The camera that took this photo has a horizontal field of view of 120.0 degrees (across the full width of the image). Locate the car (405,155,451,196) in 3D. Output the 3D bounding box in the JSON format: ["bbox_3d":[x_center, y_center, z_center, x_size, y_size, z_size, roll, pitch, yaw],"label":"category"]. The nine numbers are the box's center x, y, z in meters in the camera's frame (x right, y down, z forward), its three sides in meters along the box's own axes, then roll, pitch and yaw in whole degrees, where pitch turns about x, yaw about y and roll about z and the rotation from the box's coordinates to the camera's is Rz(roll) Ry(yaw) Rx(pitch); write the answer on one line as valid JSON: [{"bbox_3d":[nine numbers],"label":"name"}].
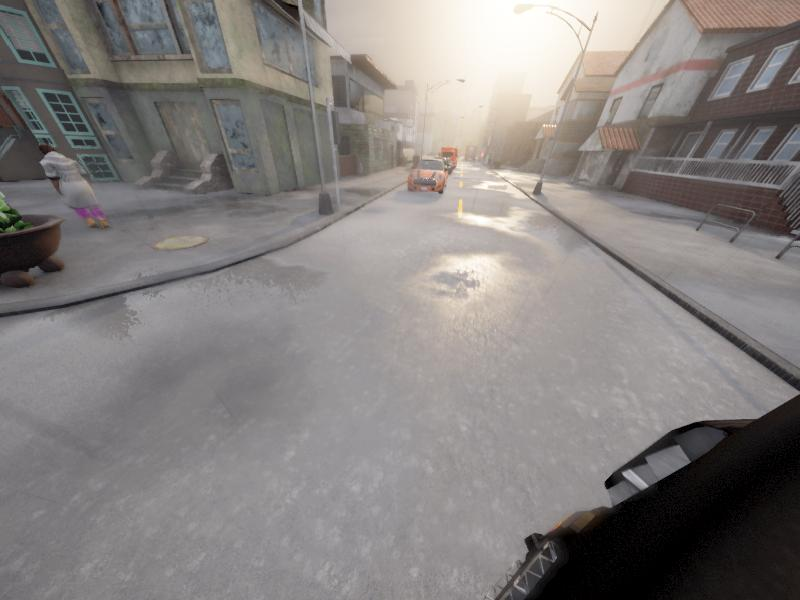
[{"bbox_3d":[1.873,-7.905,14.429,2.097,1.767,4.553,9,34,9],"label":"car"}]

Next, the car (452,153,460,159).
[{"bbox_3d":[16.644,-42.946,68.859,2.033,1.411,5.357,9,34,9],"label":"car"}]

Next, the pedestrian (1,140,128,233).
[{"bbox_3d":[-7.820,-2.676,5.530,0.751,1.860,0.751,9,34,9],"label":"pedestrian"}]

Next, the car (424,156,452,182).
[{"bbox_3d":[3.330,-11.315,19.864,1.851,1.617,3.988,9,34,9],"label":"car"}]

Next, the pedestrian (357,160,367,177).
[{"bbox_3d":[-2.946,-10.117,17.808,0.500,1.100,0.500,25,39,30],"label":"pedestrian"}]

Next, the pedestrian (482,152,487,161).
[{"bbox_3d":[22.961,-39.039,62.785,0.751,1.860,0.751,6,34,4],"label":"pedestrian"}]

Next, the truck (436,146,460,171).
[{"bbox_3d":[6.566,-19.347,31.431,2.627,2.467,5.204,9,35,9],"label":"truck"}]

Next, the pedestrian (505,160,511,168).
[{"bbox_3d":[17.439,-22.005,37.310,0.500,1.100,0.500,8,34,7],"label":"pedestrian"}]

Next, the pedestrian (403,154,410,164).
[{"bbox_3d":[0.959,-21.126,34.588,0.751,1.300,0.751,23,38,27],"label":"pedestrian"}]

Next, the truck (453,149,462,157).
[{"bbox_3d":[21.666,-55.293,86.936,2.627,2.467,5.204,9,34,9],"label":"truck"}]

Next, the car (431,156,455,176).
[{"bbox_3d":[4.831,-14.861,25.406,2.038,1.542,4.974,9,34,9],"label":"car"}]

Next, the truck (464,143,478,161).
[{"bbox_3d":[19.840,-41.527,64.756,2.891,3.827,8.468,9,34,9],"label":"truck"}]
